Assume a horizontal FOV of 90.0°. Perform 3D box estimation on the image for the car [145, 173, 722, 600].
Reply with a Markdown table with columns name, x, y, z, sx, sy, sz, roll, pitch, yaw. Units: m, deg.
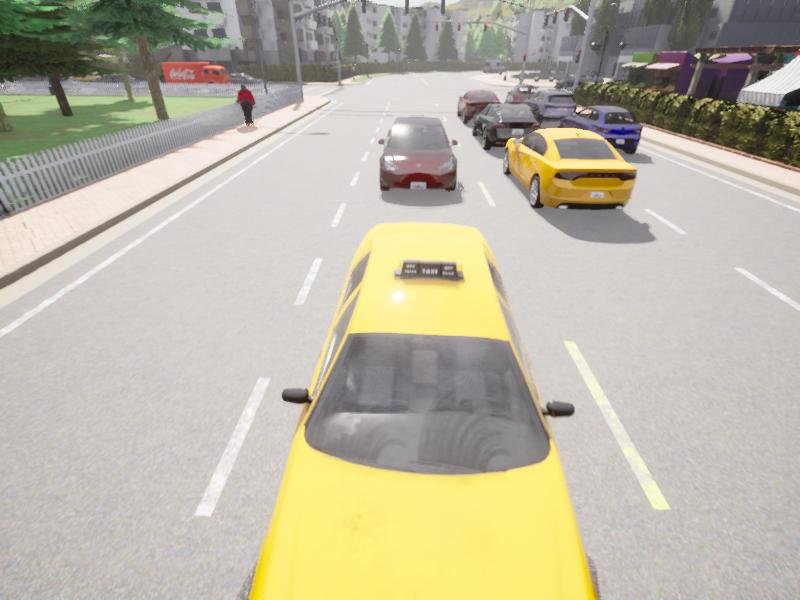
| name | x | y | z | sx | sy | sz | roll | pitch | yaw |
| --- | --- | --- | --- | --- | --- | --- | --- | --- | --- |
| car | 0.210 | 0.512 | 3.341 | 1.801 | 1.575 | 5.366 | 2 | 33 | 2 |

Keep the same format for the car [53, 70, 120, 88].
| name | x | y | z | sx | sy | sz | roll | pitch | yaw |
| --- | --- | --- | --- | --- | --- | --- | --- | --- | --- |
| car | -33.454 | -23.656 | 42.756 | 5.366 | 1.575 | 1.801 | 2 | 31 | 2 |

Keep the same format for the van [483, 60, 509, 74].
| name | x | y | z | sx | sy | sz | roll | pitch | yaw |
| --- | --- | --- | --- | --- | --- | --- | --- | --- | --- |
| van | 21.506 | -52.287 | 89.638 | 5.915 | 2.561 | 1.988 | -22 | 38 | -32 |

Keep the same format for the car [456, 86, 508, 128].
| name | x | y | z | sx | sy | sz | roll | pitch | yaw |
| --- | --- | --- | --- | --- | --- | --- | --- | --- | --- |
| car | 4.264 | -10.558 | 21.674 | 1.882 | 1.535 | 5.008 | 1 | 31 | 1 |

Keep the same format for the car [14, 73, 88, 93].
| name | x | y | z | sx | sy | sz | roll | pitch | yaw |
| --- | --- | --- | --- | --- | --- | --- | --- | --- | --- |
| car | -31.941 | -19.938 | 36.731 | 4.892 | 1.490 | 1.837 | 2 | 31 | 2 |

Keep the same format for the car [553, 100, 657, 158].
| name | x | y | z | sx | sy | sz | roll | pitch | yaw |
| --- | --- | --- | --- | --- | --- | --- | --- | --- | --- |
| car | 7.601 | -6.673 | 15.374 | 1.816 | 1.474 | 4.193 | 1 | 31 | 1 |

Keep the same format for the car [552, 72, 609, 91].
| name | x | y | z | sx | sy | sz | roll | pitch | yaw |
| --- | --- | --- | --- | --- | --- | --- | --- | --- | --- |
| car | 19.698 | -23.924 | 43.804 | 5.027 | 1.651 | 2.152 | 3 | 31 | 4 |

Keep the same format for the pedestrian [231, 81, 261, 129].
| name | x | y | z | sx | sy | sz | roll | pitch | yaw |
| --- | --- | --- | --- | --- | --- | --- | --- | --- | --- |
| pedestrian | -6.802 | -8.652 | 17.751 | 0.751 | 1.860 | 0.751 | 1 | 31 | 1 |

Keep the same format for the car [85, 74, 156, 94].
| name | x | y | z | sx | sy | sz | roll | pitch | yaw |
| --- | --- | --- | --- | --- | --- | --- | --- | --- | --- |
| car | -25.388 | -19.741 | 36.486 | 4.892 | 1.490 | 1.837 | 2 | 31 | 2 |

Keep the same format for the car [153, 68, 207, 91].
| name | x | y | z | sx | sy | sz | roll | pitch | yaw |
| --- | --- | --- | --- | --- | --- | --- | --- | --- | --- |
| car | -21.484 | -21.611 | 39.231 | 3.866 | 1.878 | 1.905 | 2 | 31 | 2 |

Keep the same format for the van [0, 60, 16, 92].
| name | x | y | z | sx | sy | sz | roll | pitch | yaw |
| --- | --- | --- | --- | --- | --- | --- | --- | --- | --- |
| van | -39.585 | -20.613 | 36.744 | 5.915 | 2.561 | 1.988 | 2 | 31 | 2 |

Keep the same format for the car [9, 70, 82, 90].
| name | x | y | z | sx | sy | sz | roll | pitch | yaw |
| --- | --- | --- | --- | --- | --- | --- | --- | --- | --- |
| car | -35.158 | -21.908 | 39.814 | 5.027 | 1.651 | 2.152 | 2 | 31 | 2 |

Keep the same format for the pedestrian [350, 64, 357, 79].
| name | x | y | z | sx | sy | sz | roll | pitch | yaw |
| --- | --- | --- | --- | --- | --- | --- | --- | --- | --- |
| pedestrian | -6.686 | -33.098 | 58.030 | 0.751 | 1.860 | 0.751 | 3 | 31 | 4 |

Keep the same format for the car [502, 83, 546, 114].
| name | x | y | z | sx | sy | sz | roll | pitch | yaw |
| --- | --- | --- | --- | --- | --- | --- | --- | --- | --- |
| car | 7.980 | -13.205 | 26.088 | 1.845 | 1.501 | 3.633 | 3 | 31 | 3 |

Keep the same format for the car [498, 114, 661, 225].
| name | x | y | z | sx | sy | sz | roll | pitch | yaw |
| --- | --- | --- | --- | --- | --- | --- | --- | --- | --- |
| car | 4.005 | -3.527 | 10.087 | 1.882 | 1.535 | 5.008 | 1 | 31 | 0 |

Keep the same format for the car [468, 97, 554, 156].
| name | x | y | z | sx | sy | sz | roll | pitch | yaw |
| --- | --- | --- | --- | --- | --- | --- | --- | --- | --- |
| car | 4.124 | -6.988 | 15.845 | 2.163 | 1.488 | 4.792 | 1 | 31 | 1 |

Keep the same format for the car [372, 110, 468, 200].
| name | x | y | z | sx | sy | sz | roll | pitch | yaw |
| --- | --- | --- | --- | --- | --- | --- | --- | --- | --- |
| car | 0.496 | -4.314 | 11.395 | 2.163 | 1.488 | 4.792 | 1 | 31 | 1 |

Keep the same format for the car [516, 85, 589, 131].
| name | x | y | z | sx | sy | sz | roll | pitch | yaw |
| --- | --- | --- | --- | --- | --- | --- | --- | --- | --- |
| car | 7.746 | -10.126 | 20.918 | 2.033 | 1.649 | 4.856 | 1 | 31 | 1 |

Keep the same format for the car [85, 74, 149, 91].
| name | x | y | z | sx | sy | sz | roll | pitch | yaw |
| --- | --- | --- | --- | --- | --- | --- | --- | --- | --- |
| car | -27.955 | -21.552 | 39.630 | 4.718 | 1.301 | 1.895 | 2 | 31 | 2 |

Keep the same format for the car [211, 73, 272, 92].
| name | x | y | z | sx | sy | sz | roll | pitch | yaw |
| --- | --- | --- | --- | --- | --- | --- | --- | --- | --- |
| car | -15.417 | -21.267 | 39.106 | 4.902 | 1.511 | 2.128 | 2 | 31 | 2 |

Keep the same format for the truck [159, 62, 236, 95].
| name | x | y | z | sx | sy | sz | roll | pitch | yaw |
| --- | --- | --- | --- | --- | --- | --- | --- | --- | --- |
| truck | -18.036 | -19.938 | 35.961 | 5.204 | 2.467 | 2.627 | 2 | 31 | 2 |
